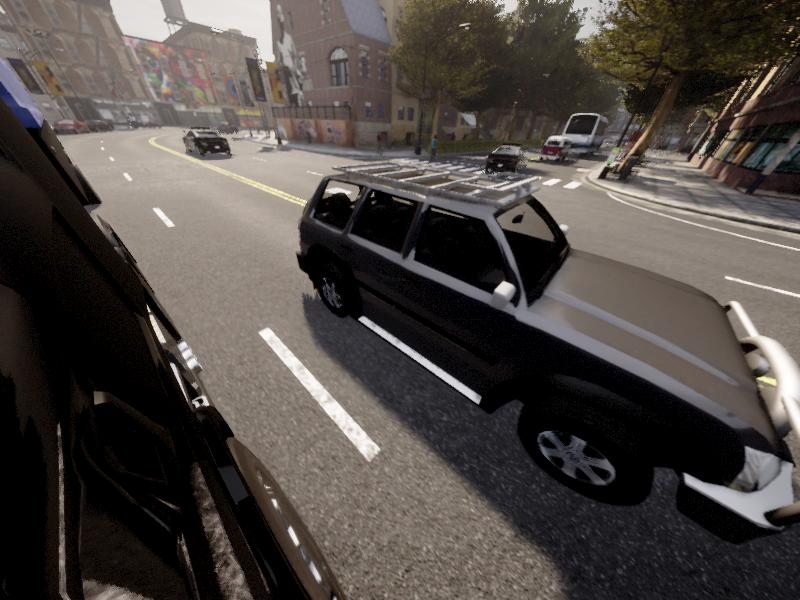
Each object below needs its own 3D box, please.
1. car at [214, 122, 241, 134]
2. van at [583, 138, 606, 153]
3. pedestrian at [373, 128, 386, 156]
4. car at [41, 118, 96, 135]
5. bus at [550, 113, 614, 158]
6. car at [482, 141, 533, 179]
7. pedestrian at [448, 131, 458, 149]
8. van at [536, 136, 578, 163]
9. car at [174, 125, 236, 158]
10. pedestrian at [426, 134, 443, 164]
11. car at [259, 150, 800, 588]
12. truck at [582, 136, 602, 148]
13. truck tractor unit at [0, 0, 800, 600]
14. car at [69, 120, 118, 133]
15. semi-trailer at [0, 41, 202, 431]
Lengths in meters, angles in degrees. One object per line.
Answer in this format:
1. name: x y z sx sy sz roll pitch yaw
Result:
1. car: -31.447 -31.554 42.383 2.242 1.667 4.611 -5 38 -10
2. van: 33.501 -26.655 39.731 1.775 1.987 4.442 30 44 31
3. pedestrian: -1.733 -13.379 19.564 0.751 1.860 0.751 27 43 29
4. car: -39.496 -20.820 27.717 2.002 1.452 4.674 -16 41 -24
5. bus: 24.407 -21.799 30.771 3.944 4.253 10.273 29 44 31
6. car: 7.232 -9.403 15.305 1.930 1.638 5.238 20 40 23
7. pedestrian: 6.742 -20.448 29.543 0.751 1.860 0.751 25 42 27
8. van: 16.073 -15.469 23.642 2.069 2.038 4.480 30 45 31
9. car: -14.425 -11.739 17.040 5.238 1.638 1.930 30 44 31
10. pedestrian: 2.541 -11.338 17.366 0.751 1.860 0.751 28 43 29
11. car: 0.705 -0.370 2.628 4.605 1.855 1.932 30 44 31
12. truck: 46.219 -37.992 55.585 2.390 2.098 6.274 29 44 31
13. truck tractor unit: -2.645 -0.295 0.351 6.516 4.208 3.053 28 44 30
14. car: -41.990 -23.930 31.834 1.895 1.301 4.718 -10 39 -16
15. semi-trailer: -8.712 -3.595 4.214 14.254 4.402 2.717 28 44 30
